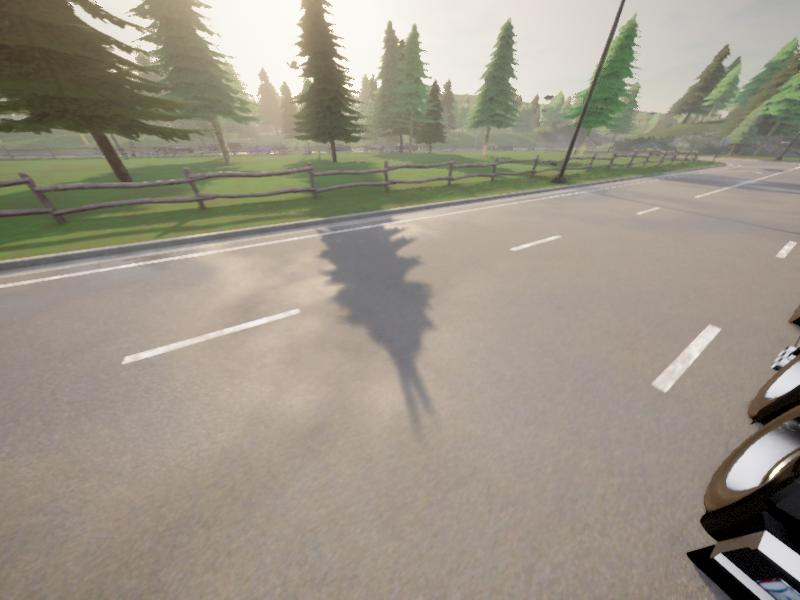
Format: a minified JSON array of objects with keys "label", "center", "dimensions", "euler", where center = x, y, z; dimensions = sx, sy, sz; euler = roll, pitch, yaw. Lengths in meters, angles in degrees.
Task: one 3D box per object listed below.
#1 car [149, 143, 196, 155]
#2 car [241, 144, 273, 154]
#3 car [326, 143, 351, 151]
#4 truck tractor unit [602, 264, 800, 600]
[{"label":"car","center":[-38.088,-25.471,38.851],"dimensions":[5.238,1.638,1.930],"euler":[-18,39,-24]},{"label":"car","center":[-25.646,-27.121,41.462],"dimensions":[4.514,1.525,2.007],"euler":[-18,39,-24]},{"label":"car","center":[-14.212,-35.438,53.461],"dimensions":[5.238,1.638,1.930],"euler":[-18,39,-24]},{"label":"truck tractor unit","center":[5.112,-0.296,0.795],"dimensions":[6.516,4.208,3.053],"euler":[-18,39,-24]}]
